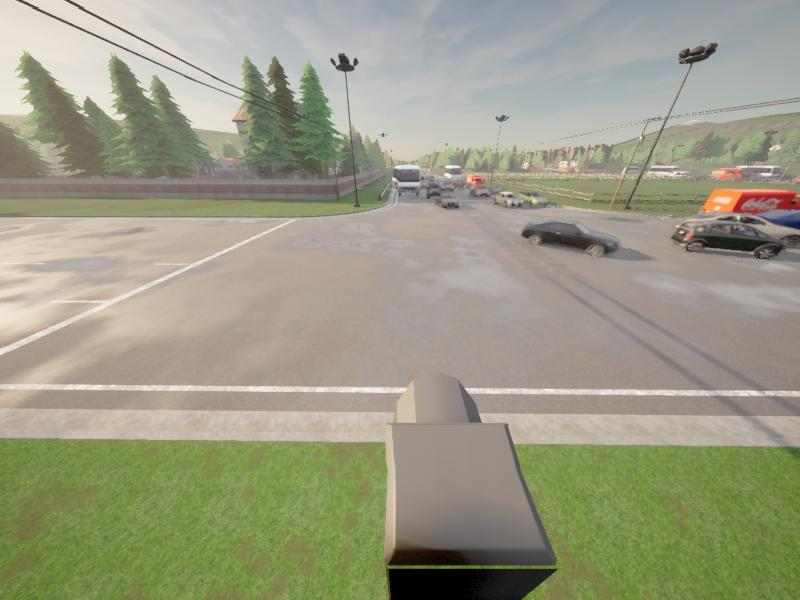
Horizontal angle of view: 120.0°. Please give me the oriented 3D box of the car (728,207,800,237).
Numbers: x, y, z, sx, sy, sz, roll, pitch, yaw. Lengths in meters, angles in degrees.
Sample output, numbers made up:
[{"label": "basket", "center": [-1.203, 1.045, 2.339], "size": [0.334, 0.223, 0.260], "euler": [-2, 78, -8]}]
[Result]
[{"label": "car", "center": [26.625, -5.227, 15.521], "size": [5.008, 1.535, 1.882], "euler": [7, 31, 11]}]

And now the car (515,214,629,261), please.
[{"label": "car", "center": [9.344, -3.675, 12.927], "size": [4.674, 1.442, 1.812], "euler": [25, 39, 36]}]

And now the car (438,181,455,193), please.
[{"label": "car", "center": [8.347, -20.482, 41.808], "size": [2.242, 1.667, 4.611], "euler": [0, 30, 0]}]

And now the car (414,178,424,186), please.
[{"label": "car", "center": [4.619, -28.785, 56.246], "size": [2.152, 1.651, 5.027], "euler": [2, 30, 5]}]

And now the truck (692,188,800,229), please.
[{"label": "truck", "center": [27.952, -7.281, 18.147], "size": [5.204, 2.467, 2.627], "euler": [5, 31, 8]}]

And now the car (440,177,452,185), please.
[{"label": "car", "center": [11.922, -30.747, 59.751], "size": [2.128, 1.511, 4.902], "euler": [0, 30, 0]}]

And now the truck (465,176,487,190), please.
[{"label": "truck", "center": [15.364, -24.012, 47.171], "size": [2.627, 2.467, 5.204], "euler": [0, 28, 0]}]

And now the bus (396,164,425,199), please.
[{"label": "bus", "center": [1.509, -19.127, 36.885], "size": [3.944, 4.253, 10.273], "euler": [1, 30, 1]}]

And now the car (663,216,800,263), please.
[{"label": "car", "center": [17.130, -3.290, 12.152], "size": [3.705, 1.549, 1.789], "euler": [14, 33, 23]}]

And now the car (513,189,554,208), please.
[{"label": "car", "center": [15.566, -12.023, 27.305], "size": [2.007, 1.525, 4.514], "euler": [-2, 30, -3]}]

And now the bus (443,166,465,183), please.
[{"label": "bus", "center": [15.586, -37.154, 68.101], "size": [3.944, 4.253, 10.273], "euler": [0, 30, 0]}]

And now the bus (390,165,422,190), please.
[{"label": "bus", "center": [1.532, -26.521, 49.689], "size": [3.944, 4.253, 10.273], "euler": [9, 31, 16]}]

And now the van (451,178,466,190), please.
[{"label": "van", "center": [11.863, -23.732, 47.126], "size": [1.775, 1.987, 4.442], "euler": [0, 30, 0]}]

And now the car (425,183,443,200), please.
[{"label": "car", "center": [4.790, -15.390, 32.770], "size": [1.905, 1.878, 3.866], "euler": [0, 30, 0]}]

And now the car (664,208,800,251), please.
[{"label": "car", "center": [20.325, -4.394, 13.995], "size": [5.027, 1.651, 2.152], "euler": [12, 32, 20]}]

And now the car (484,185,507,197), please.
[{"label": "car", "center": [15.315, -17.660, 37.223], "size": [1.994, 1.385, 4.181], "euler": [0, 30, 0]}]

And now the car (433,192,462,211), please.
[{"label": "car", "center": [5.166, -11.063, 25.800], "size": [1.994, 1.385, 4.181], "euler": [-3, 30, -5]}]

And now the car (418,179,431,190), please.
[{"label": "car", "center": [5.146, -23.976, 47.863], "size": [2.242, 1.667, 4.611], "euler": [5, 30, 9]}]

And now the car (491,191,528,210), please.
[{"label": "car", "center": [12.201, -11.306, 26.112], "size": [1.970, 1.475, 3.806], "euler": [-3, 30, -6]}]

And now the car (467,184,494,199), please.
[{"label": "car", "center": [11.801, -16.074, 34.172], "size": [2.242, 1.667, 4.611], "euler": [0, 30, 0]}]
